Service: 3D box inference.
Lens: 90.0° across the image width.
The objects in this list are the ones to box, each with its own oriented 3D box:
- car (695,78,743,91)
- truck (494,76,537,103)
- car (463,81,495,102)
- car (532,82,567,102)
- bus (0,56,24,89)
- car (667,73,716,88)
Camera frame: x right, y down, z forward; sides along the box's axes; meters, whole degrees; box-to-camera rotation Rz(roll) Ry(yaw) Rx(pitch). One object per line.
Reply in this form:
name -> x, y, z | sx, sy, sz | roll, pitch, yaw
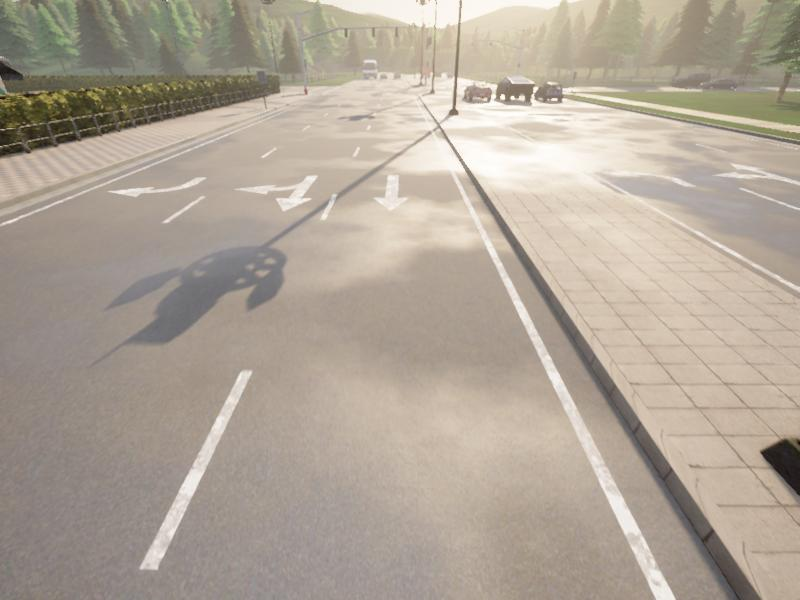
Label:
car -> 45.109, -30.492, 56.592 | 4.892, 1.490, 1.837 | 0, 30, 0
truck -> 11.341, -21.000, 39.782 | 2.390, 2.098, 6.274 | 0, 30, 0
car -> 7.836, -20.983, 40.225 | 2.152, 1.651, 5.027 | 0, 30, 0
car -> 14.842, -20.763, 39.865 | 1.851, 1.617, 3.988 | 0, 30, 0
bus -> -64.934, -34.595, 60.841 | 10.273, 4.253, 3.944 | 0, 30, 0
car -> 45.441, -34.259, 62.496 | 5.566, 2.045, 2.150 | 0, 30, 0
